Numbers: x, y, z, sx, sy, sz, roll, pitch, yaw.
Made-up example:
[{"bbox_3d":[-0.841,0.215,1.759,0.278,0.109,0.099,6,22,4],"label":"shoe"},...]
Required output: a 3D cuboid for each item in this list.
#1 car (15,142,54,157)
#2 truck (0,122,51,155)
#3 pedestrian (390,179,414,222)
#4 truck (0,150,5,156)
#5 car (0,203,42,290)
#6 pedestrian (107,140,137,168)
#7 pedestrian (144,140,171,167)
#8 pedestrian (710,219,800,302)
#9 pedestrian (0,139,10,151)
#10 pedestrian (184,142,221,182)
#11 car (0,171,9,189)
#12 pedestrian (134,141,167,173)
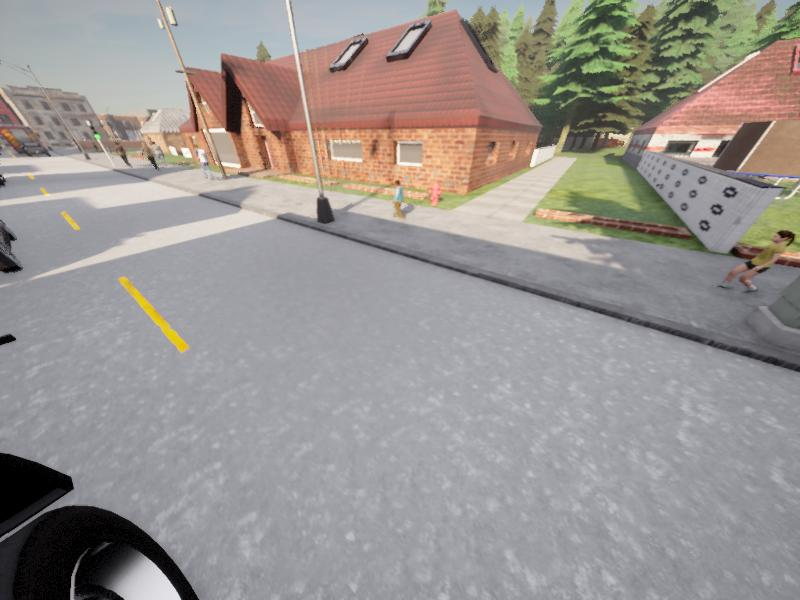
[{"bbox_3d":[-49.084,-20.201,31.004,4.902,1.511,2.128,22,41,28],"label":"car"},{"bbox_3d":[-58.475,-24.964,35.704,8.468,3.827,2.891,22,41,28],"label":"truck"},{"bbox_3d":[0.054,-3.030,7.050,0.500,1.100,0.500,22,41,28],"label":"pedestrian"},{"bbox_3d":[-56.538,-20.804,30.981,5.204,2.467,2.627,22,41,28],"label":"truck"},{"bbox_3d":[-9.492,-1.324,4.431,4.902,1.511,2.128,22,41,28],"label":"car"},{"bbox_3d":[-22.309,-11.699,18.566,0.751,1.860,0.751,25,42,30],"label":"pedestrian"},{"bbox_3d":[-20.622,-12.493,19.705,0.751,1.860,0.751,23,41,28],"label":"pedestrian"},{"bbox_3d":[5.789,-0.616,3.655,0.500,1.100,0.500,19,39,24],"label":"pedestrian"},{"bbox_3d":[-70.221,-27.270,40.564,0.751,1.860,0.751,17,38,22],"label":"pedestrian"},{"bbox_3d":[-11.188,-7.826,13.133,0.751,1.860,0.751,19,39,24],"label":"pedestrian"},{"bbox_3d":[-22.653,-6.839,11.868,4.605,1.855,1.932,22,41,28],"label":"car"},{"bbox_3d":[-17.703,-10.166,16.416,0.751,1.860,0.751,21,40,26],"label":"pedestrian"}]
